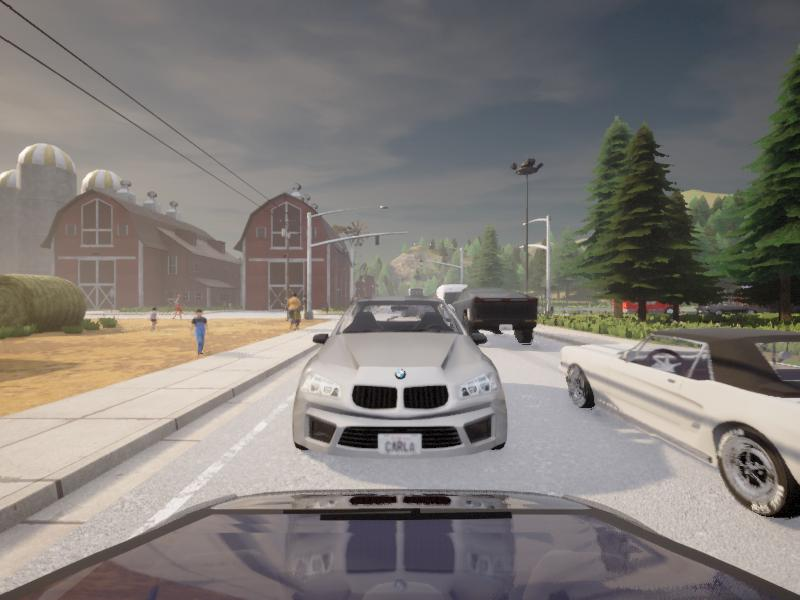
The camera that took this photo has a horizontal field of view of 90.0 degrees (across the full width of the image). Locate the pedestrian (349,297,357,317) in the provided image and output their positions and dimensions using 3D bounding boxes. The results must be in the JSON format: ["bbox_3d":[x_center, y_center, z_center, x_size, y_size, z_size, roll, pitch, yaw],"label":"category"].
[{"bbox_3d":[-4.396,0.642,37.144,0.751,1.860,0.751,0,0,-8],"label":"pedestrian"}]

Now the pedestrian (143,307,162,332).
[{"bbox_3d":[-11.196,0.854,18.104,0.500,1.100,0.500,0,0,21],"label":"pedestrian"}]

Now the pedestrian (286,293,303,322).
[{"bbox_3d":[-7.036,0.483,26.697,0.751,1.860,0.751,0,0,33],"label":"pedestrian"}]

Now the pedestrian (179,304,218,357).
[{"bbox_3d":[-5.289,0.765,10.504,0.751,1.300,0.751,0,0,-41],"label":"pedestrian"}]

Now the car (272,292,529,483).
[{"bbox_3d":[-0.008,0.761,5.796,2.242,1.667,4.611,0,0,0],"label":"car"}]

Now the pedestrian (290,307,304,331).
[{"bbox_3d":[-4.838,0.880,18.766,0.500,1.100,0.500,0,0,4],"label":"pedestrian"}]

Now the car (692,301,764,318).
[{"bbox_3d":[30.111,0.848,36.878,4.902,1.511,2.128,0,0,0],"label":"car"}]

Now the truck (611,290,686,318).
[{"bbox_3d":[22.660,0.355,36.680,5.204,2.467,2.627,0,0,-1],"label":"truck"}]

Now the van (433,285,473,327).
[{"bbox_3d":[3.485,0.345,27.532,1.988,2.561,5.915,0,0,0],"label":"van"}]

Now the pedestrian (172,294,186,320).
[{"bbox_3d":[-15.639,0.484,28.298,0.751,1.860,0.751,0,0,-21],"label":"pedestrian"}]

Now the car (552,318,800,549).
[{"bbox_3d":[3.503,0.948,4.354,1.895,1.301,4.718,0,0,0],"label":"car"}]

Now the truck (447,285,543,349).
[{"bbox_3d":[3.484,0.556,16.260,2.390,2.098,6.274,0,0,0],"label":"truck"}]

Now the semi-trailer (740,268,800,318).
[{"bbox_3d":[39.550,-0.617,36.831,14.254,4.402,2.717,0,0,0],"label":"semi-trailer"}]

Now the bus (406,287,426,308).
[{"bbox_3d":[3.322,-0.467,87.181,3.944,4.253,10.273,0,0,0],"label":"bus"}]

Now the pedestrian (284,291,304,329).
[{"bbox_3d":[-5.233,0.495,19.832,0.751,1.860,0.751,0,0,3],"label":"pedestrian"}]

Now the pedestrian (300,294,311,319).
[{"bbox_3d":[-7.283,0.486,30.732,0.751,1.860,0.751,0,0,-20],"label":"pedestrian"}]
